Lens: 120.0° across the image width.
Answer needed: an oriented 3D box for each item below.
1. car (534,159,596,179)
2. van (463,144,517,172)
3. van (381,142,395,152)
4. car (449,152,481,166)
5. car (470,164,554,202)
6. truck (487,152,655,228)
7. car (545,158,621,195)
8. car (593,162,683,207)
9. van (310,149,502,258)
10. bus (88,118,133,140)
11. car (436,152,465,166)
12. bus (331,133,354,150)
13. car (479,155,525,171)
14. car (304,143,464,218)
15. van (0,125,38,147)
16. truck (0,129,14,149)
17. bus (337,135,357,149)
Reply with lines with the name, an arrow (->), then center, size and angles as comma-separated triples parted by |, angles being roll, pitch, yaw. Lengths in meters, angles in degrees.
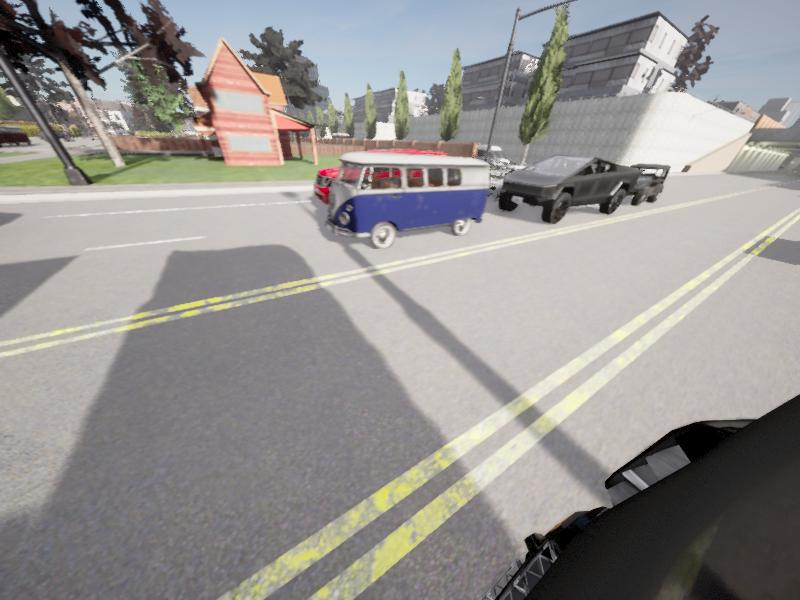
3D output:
car -> 17.860, -14.415, 25.298 | 2.128, 1.511, 4.902 | -16, 38, -26
van -> 10.975, -17.809, 28.877 | 1.988, 2.561, 5.915 | -16, 39, -26
van -> -3.958, -49.182, 74.331 | 2.351, 2.431, 6.366 | -11, 36, -19
car -> 10.051, -22.116, 36.128 | 1.837, 1.490, 4.892 | -16, 39, -26
car -> 6.120, -6.524, 12.716 | 3.806, 1.475, 1.970 | -17, 39, -26
truck -> 6.971, -4.672, 9.479 | 6.274, 2.098, 2.390 | -15, 38, -25
car -> 12.280, -8.350, 15.542 | 4.605, 1.855, 1.932 | -18, 39, -28
car -> 13.230, -6.517, 12.885 | 3.866, 1.878, 1.905 | -17, 39, -27
van -> 0.245, -2.751, 6.213 | 4.442, 1.987, 1.775 | -16, 38, -26
bus -> -76.507, -45.451, 61.547 | 3.944, 4.253, 10.273 | -17, 39, -27
car -> 7.337, -20.929, 34.173 | 1.970, 1.475, 3.806 | -16, 38, -26
bus -> -19.064, -52.120, 75.859 | 3.944, 4.253, 10.273 | -16, 39, -26
car -> 13.617, -18.565, 31.228 | 2.033, 1.411, 5.357 | -16, 38, -26
car -> -0.481, -4.803, 9.146 | 5.566, 2.045, 2.150 | -16, 38, -26
van -> -46.633, -19.619, 27.589 | 1.775, 1.987, 4.442 | -19, 40, -29
truck -> -41.809, -16.003, 20.956 | 2.891, 3.827, 8.468 | -17, 39, -27
bus -> -21.046, -62.639, 91.231 | 3.944, 4.253, 10.273 | -16, 39, -26
